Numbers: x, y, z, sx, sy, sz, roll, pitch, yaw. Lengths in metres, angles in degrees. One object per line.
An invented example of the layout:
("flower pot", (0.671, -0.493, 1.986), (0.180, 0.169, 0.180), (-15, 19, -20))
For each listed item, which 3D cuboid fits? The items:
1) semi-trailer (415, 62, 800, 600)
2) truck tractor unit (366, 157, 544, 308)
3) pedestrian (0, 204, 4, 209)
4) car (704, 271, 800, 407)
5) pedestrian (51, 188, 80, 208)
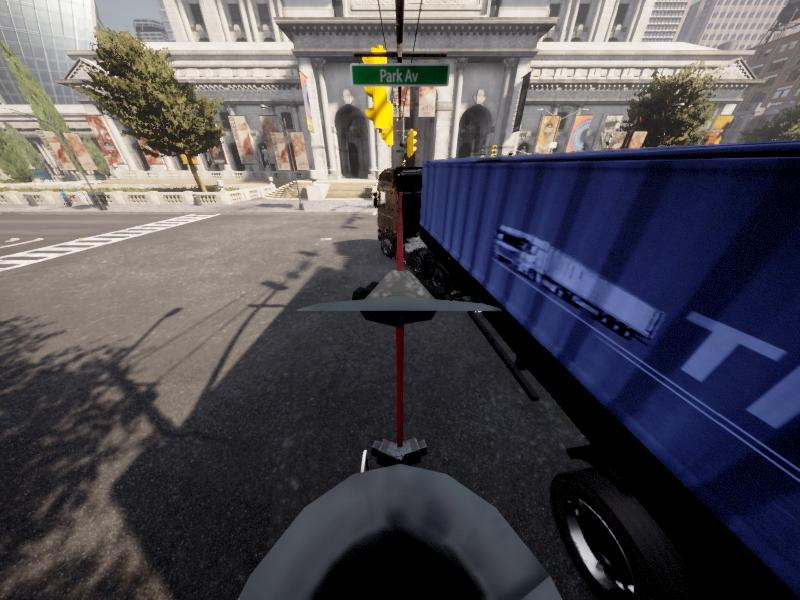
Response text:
("semi-trailer", (3.066, 0.373, 2.936), (2.717, 4.402, 14.254), (-4, 30, -8))
("truck tractor unit", (1.302, -3.361, 9.604), (3.053, 4.208, 6.516), (-14, 33, -23))
("pedestrian", (-42.357, -10.324, 23.674), (0.751, 1.860, 0.751), (0, 30, 0))
("car", (8.640, 1.365, 3.768), (1.932, 1.855, 4.605), (8, 31, 15))
("pedestrian", (-35.338, -10.765, 24.438), (0.751, 1.860, 0.751), (3, 30, 4))
